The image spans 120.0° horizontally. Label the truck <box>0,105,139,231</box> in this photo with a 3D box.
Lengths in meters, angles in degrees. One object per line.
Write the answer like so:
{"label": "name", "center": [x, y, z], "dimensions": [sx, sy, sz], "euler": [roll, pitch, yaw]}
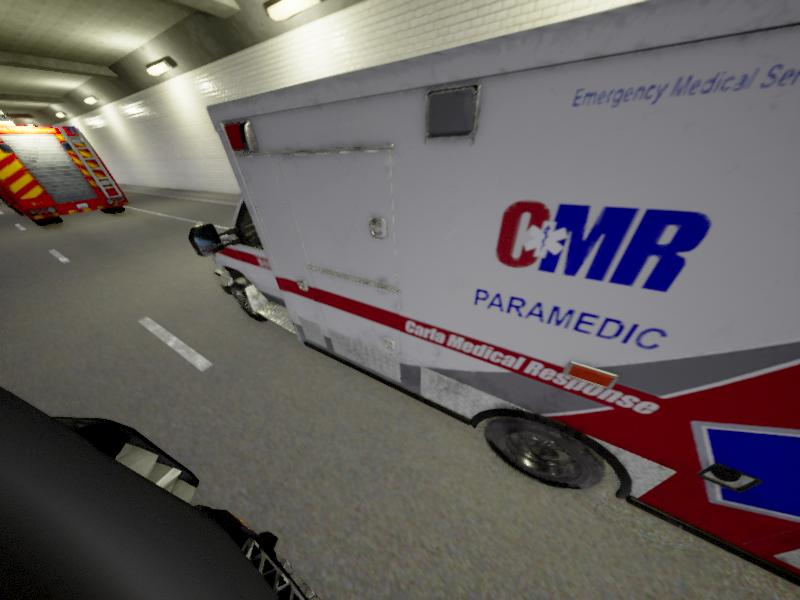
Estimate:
{"label": "truck", "center": [-16.846, -6.021, 10.719], "dimensions": [8.468, 3.827, 2.891], "euler": [16, 38, 26]}

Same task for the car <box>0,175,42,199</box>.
{"label": "car", "center": [-31.876, -9.307, 18.909], "dimensions": [4.674, 1.442, 1.812], "euler": [15, 38, 25]}

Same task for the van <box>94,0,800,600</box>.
{"label": "van", "center": [0.267, -0.531, 2.480], "dimensions": [6.366, 2.431, 2.351], "euler": [16, 38, 26]}
